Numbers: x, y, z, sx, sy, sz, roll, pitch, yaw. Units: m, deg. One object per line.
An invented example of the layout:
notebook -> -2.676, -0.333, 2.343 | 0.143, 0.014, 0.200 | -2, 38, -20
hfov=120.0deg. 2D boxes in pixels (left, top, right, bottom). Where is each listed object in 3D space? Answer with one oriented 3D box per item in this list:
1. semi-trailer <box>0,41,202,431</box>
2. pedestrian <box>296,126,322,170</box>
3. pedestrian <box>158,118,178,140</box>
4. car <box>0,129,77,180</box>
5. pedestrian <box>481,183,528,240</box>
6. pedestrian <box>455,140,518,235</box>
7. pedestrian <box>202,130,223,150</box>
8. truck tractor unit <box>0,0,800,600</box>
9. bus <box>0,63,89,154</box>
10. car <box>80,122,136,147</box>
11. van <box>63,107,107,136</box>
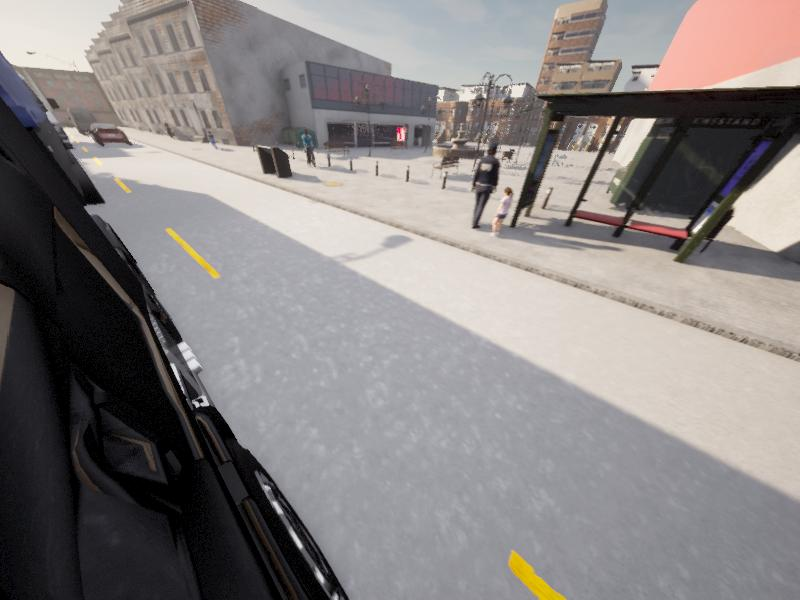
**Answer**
semi-trailer -> -8.686, -3.610, 4.245 | 14.254, 4.402, 2.717 | 28, 44, 30
pedestrian -> -4.847, -8.074, 12.323 | 0.751, 1.860, 0.751 | -24, 44, -31
pedestrian -> -24.886, -18.328, 24.788 | 0.751, 1.860, 0.751 | 31, 45, 32
car -> -16.787, -6.674, 10.365 | 5.357, 1.411, 2.033 | 28, 44, 30
pedestrian -> 2.385, -2.033, 5.345 | 0.500, 1.100, 0.500 | -15, 40, -22
pedestrian -> 1.995, -2.663, 5.527 | 0.751, 1.860, 0.751 | 28, 44, 30
pedestrian -> -15.183, -12.984, 18.716 | 0.751, 1.300, 0.751 | 32, 46, 33
truck tractor unit -> -2.645, -0.295, 0.351 | 6.516, 4.208, 3.053 | 28, 44, 30
bus -> -27.036, -13.379, 16.302 | 10.273, 4.253, 3.944 | 28, 44, 30
car -> -25.504, -14.471, 20.152 | 4.792, 1.488, 2.163 | 28, 44, 30
van -> -38.884, -22.012, 28.518 | 5.915, 2.561, 1.988 | 28, 44, 30
